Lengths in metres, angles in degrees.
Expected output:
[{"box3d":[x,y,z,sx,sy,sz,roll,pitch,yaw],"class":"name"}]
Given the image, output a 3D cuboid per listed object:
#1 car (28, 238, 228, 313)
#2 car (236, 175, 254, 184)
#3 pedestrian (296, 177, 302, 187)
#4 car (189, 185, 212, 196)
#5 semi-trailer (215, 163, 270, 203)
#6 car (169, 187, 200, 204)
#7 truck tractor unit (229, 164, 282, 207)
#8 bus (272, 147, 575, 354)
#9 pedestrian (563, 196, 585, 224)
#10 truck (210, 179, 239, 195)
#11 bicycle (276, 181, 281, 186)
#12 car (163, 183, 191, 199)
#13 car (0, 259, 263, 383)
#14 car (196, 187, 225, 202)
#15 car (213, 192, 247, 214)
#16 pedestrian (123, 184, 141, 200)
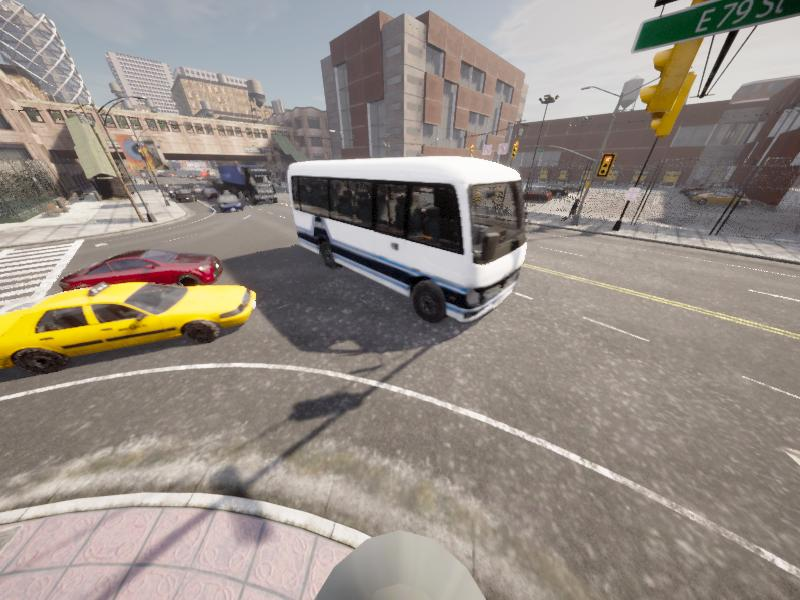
[{"box3d":[-9.251,-1.109,8.556,4.181,1.385,1.994,-14,33,-23],"class":"car"},{"box3d":[-42.132,-32.797,62.773,2.435,2.045,5.566,-27,39,-38],"class":"car"},{"box3d":[-21.485,-25.008,49.107,0.751,1.860,0.751,-15,33,-24],"class":"pedestrian"},{"box3d":[-32.575,-17.906,37.723,1.895,1.301,4.718,-26,39,-37],"class":"car"},{"box3d":[-23.095,-17.217,33.408,2.717,4.402,14.254,-25,38,-36],"class":"semi-trailer"},{"box3d":[-28.751,-14.010,30.735,2.097,1.535,5.008,-27,39,-38],"class":"car"},{"box3d":[-17.743,-14.215,28.407,3.053,4.208,6.516,-25,38,-36],"class":"truck tractor unit"},{"box3d":[-0.486,-3.025,8.996,3.944,4.253,10.273,-26,39,-37],"class":"bus"},{"box3d":[13.477,-7.014,17.940,0.751,1.860,0.751,25,38,36],"class":"pedestrian"},{"box3d":[-30.516,-19.721,40.065,2.390,2.098,6.274,-26,39,-37],"class":"truck"},{"box3d":[-27.647,-26.484,52.524,1.643,1.024,0.373,27,29,38],"class":"bicycle"},{"box3d":[-33.366,-16.355,34.546,2.185,1.767,4.553,-27,39,-38],"class":"car"},{"box3d":[-6.855,0.307,5.892,5.366,1.575,1.801,-10,32,-18],"class":"car"},{"box3d":[-26.695,-14.969,32.540,2.033,1.411,5.357,-26,39,-38],"class":"car"},{"box3d":[-17.883,-10.217,24.221,2.163,1.488,4.792,-21,36,-32],"class":"car"},{"box3d":[-35.717,-14.459,30.836,0.751,1.860,0.751,-12,32,-19],"class":"pedestrian"}]
